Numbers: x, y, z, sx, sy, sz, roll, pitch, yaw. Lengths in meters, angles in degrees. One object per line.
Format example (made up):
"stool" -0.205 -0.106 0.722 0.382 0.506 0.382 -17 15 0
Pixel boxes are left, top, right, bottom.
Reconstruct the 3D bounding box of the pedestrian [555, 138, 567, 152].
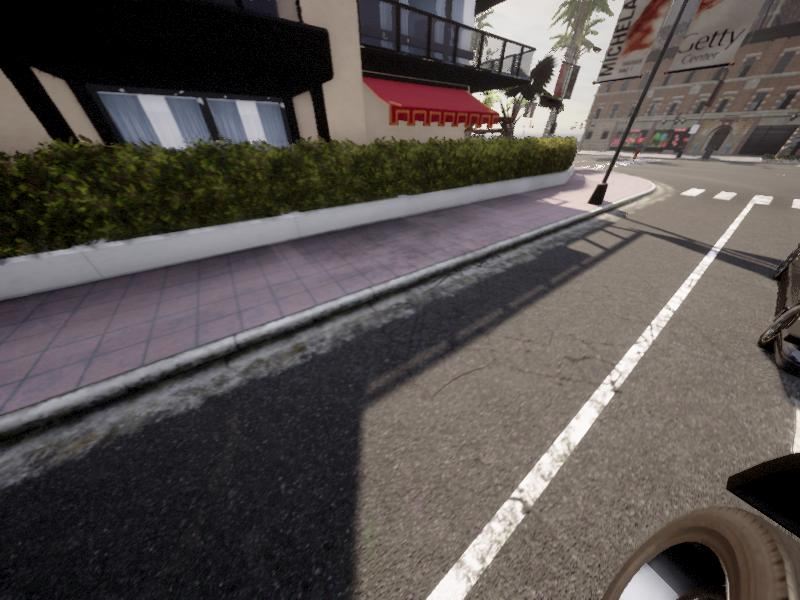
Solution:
"pedestrian" 26.324 -25.367 37.769 0.751 1.860 0.751 -14 37 -18

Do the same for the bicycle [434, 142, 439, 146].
"bicycle" 10.396 -44.540 65.871 0.373 1.024 1.643 -22 41 -28

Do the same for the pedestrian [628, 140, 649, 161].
"pedestrian" 25.781 -16.174 24.998 0.751 1.860 0.751 -24 42 -30

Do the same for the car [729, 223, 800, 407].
"car" 6.561 -0.124 2.830 5.357 1.411 2.033 -22 41 -28

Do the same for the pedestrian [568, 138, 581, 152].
"pedestrian" 27.235 -24.229 36.148 0.751 1.860 0.751 -12 37 -16

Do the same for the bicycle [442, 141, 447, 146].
"bicycle" 12.862 -45.551 67.287 0.373 1.024 1.643 -22 41 -28
